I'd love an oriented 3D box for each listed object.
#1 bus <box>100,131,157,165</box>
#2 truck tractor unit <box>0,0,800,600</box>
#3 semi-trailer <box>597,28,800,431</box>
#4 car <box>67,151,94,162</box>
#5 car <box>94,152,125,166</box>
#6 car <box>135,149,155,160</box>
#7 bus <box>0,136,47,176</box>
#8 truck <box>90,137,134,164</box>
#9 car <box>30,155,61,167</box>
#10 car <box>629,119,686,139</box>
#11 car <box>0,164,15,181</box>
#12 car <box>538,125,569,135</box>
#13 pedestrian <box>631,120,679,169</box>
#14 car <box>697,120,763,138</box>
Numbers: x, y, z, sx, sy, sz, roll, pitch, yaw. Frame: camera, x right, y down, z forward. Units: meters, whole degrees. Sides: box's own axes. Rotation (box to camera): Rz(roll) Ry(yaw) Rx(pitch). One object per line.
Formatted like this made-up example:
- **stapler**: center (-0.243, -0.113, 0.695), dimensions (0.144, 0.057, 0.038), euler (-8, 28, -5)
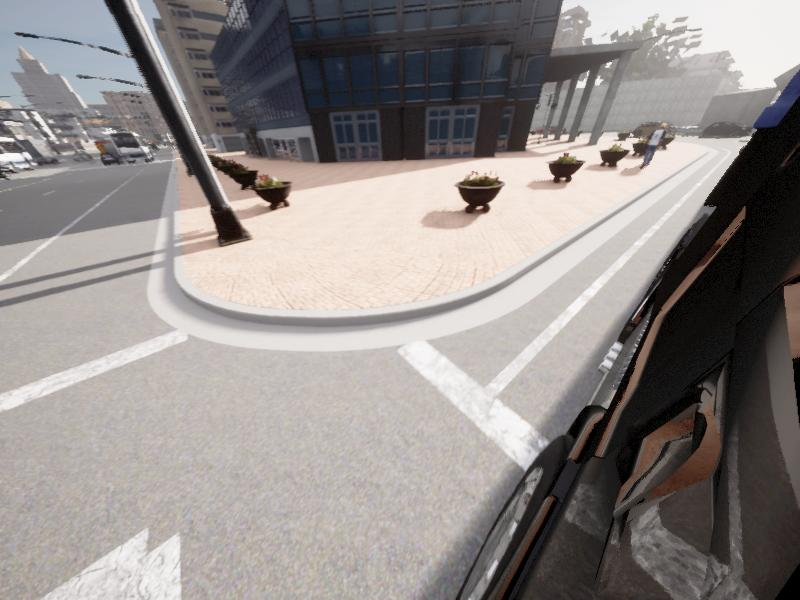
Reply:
- **bus**: center (-46.183, -26.218, 39.825), dimensions (3.944, 4.253, 10.273), euler (-27, 43, -29)
- **truck tractor unit**: center (2.645, -0.295, 0.351), dimensions (6.516, 4.208, 3.053), euler (-28, 44, -30)
- **semi-trailer**: center (8.783, -3.527, 4.170), dimensions (14.254, 4.402, 2.717), euler (-27, 43, -29)
- **car**: center (-67.594, -30.521, 49.022), dimensions (2.242, 1.667, 4.611), euler (-27, 44, -29)
- **car**: center (-48.606, -23.716, 38.793), dimensions (2.033, 1.649, 4.856), euler (-27, 41, -29)
- **car**: center (-56.119, -32.215, 50.912), dimensions (2.152, 1.651, 5.027), euler (-27, 44, -29)
- **bus**: center (-55.915, -20.091, 32.125), dimensions (3.944, 4.253, 10.273), euler (-27, 42, -29)
- **truck**: center (-54.396, -28.630, 43.971), dimensions (2.891, 3.827, 8.468), euler (-27, 43, -29)
- **car**: center (-66.124, -26.048, 43.188), dimensions (1.994, 1.385, 4.181), euler (-27, 44, -29)
- **car**: center (32.899, -21.996, 29.785), dimensions (1.932, 1.855, 4.605), euler (-4, 36, -1)
- **car**: center (-42.880, -12.859, 23.582), dimensions (1.994, 1.385, 4.181), euler (-21, 40, -23)
- **car**: center (33.064, -36.693, 49.856), dimensions (2.152, 1.651, 5.027), euler (-22, 40, -24)
- **pedestrian**: center (12.164, -7.412, 11.076), dimensions (0.751, 1.860, 0.751), euler (-27, 43, -29)
- **car**: center (37.330, -19.407, 26.301), dimensions (1.845, 1.501, 3.633), euler (-12, 37, -12)
